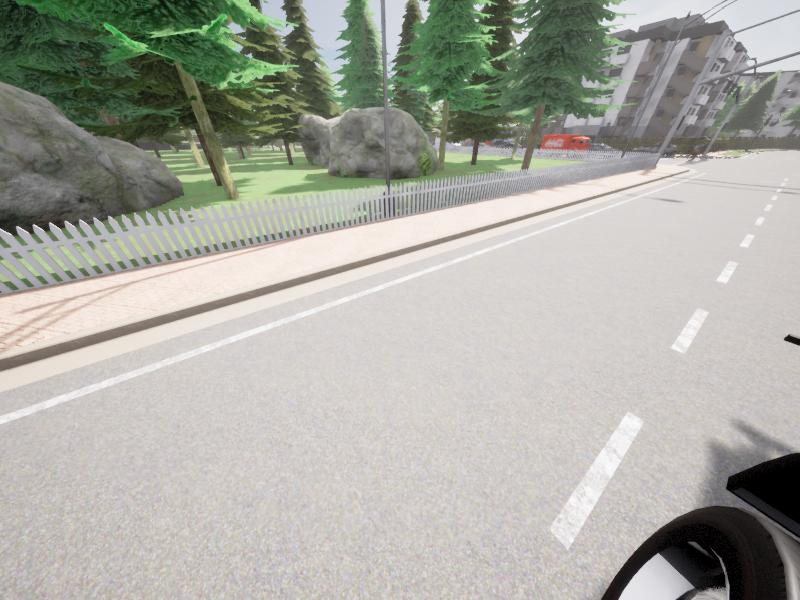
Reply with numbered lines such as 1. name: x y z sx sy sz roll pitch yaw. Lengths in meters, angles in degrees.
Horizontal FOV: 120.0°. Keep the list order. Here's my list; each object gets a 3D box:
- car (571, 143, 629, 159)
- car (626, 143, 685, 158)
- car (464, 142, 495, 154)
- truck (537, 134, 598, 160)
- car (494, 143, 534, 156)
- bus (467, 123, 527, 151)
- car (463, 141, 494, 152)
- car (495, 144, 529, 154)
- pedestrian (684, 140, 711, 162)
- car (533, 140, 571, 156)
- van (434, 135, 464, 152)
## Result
1. car: 25.189 -18.954 29.337 2.128 1.511 4.902 -21 40 -26
2. car: 32.991 -19.466 29.995 2.007 1.525 4.514 -21 40 -26
3. car: 13.342 -25.725 39.045 1.837 1.490 4.892 -21 40 -26
4. truck: 20.914 -19.424 29.200 2.627 2.467 5.204 -21 40 -26
5. car: 16.912 -22.567 34.537 1.837 1.490 4.892 -21 40 -26
6. bus: 19.033 -32.800 46.654 3.944 4.253 10.273 -21 40 -26
7. car: 14.437 -28.515 42.887 2.152 1.651 5.027 -21 40 -26
8. car: 18.361 -24.909 38.024 1.895 1.301 4.718 -21 40 -26
9. pedestrian: 30.395 -15.192 23.614 0.751 1.860 0.751 -19 39 -24
10. car: 21.881 -22.033 33.400 1.905 1.878 3.866 -21 40 -26
11. van: 9.174 -29.837 44.005 1.988 2.561 5.915 -21 40 -26
